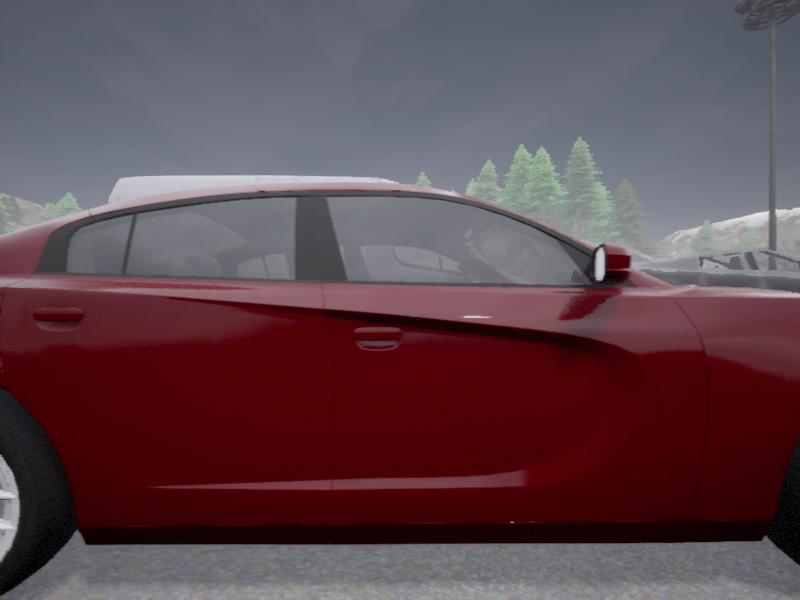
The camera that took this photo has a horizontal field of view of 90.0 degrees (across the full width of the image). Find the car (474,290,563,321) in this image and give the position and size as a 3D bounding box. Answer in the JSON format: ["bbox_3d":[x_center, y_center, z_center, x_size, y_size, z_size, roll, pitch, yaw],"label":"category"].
[{"bbox_3d":[5.713,0.252,19.701,3.806,1.475,1.970,0,0,0],"label":"car"}]

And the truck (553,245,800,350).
[{"bbox_3d":[7.105,-0.059,9.200,6.274,2.098,2.390,0,0,0],"label":"truck"}]

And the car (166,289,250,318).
[{"bbox_3d":[-11.018,0.191,23.203,3.988,1.617,1.851,0,0,0],"label":"car"}]

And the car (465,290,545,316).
[{"bbox_3d":[6.901,0.177,26.699,4.856,1.649,2.033,0,0,0],"label":"car"}]

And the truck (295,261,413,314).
[{"bbox_3d":[-3.331,-0.921,30.206,8.468,3.827,2.891,0,0,0],"label":"truck"}]

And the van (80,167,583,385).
[{"bbox_3d":[-0.805,-0.277,5.698,5.915,2.561,1.988,0,0,0],"label":"van"}]

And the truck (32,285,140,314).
[{"bbox_3d":[-23.562,-0.052,30.202,6.274,2.098,2.390,0,0,0],"label":"truck"}]

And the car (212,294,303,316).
[{"bbox_3d":[-9.398,0.297,26.702,5.357,1.411,2.033,0,0,0],"label":"car"}]

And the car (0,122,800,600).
[{"bbox_3d":[-0.027,0.223,2.173,5.008,1.535,1.882,0,0,0],"label":"car"}]

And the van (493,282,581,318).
[{"bbox_3d":[7.848,-0.001,23.199,4.442,1.987,1.775,0,0,0],"label":"van"}]

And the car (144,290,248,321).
[{"bbox_3d":[-9.948,0.257,19.699,4.193,1.474,1.816,0,0,0],"label":"car"}]
